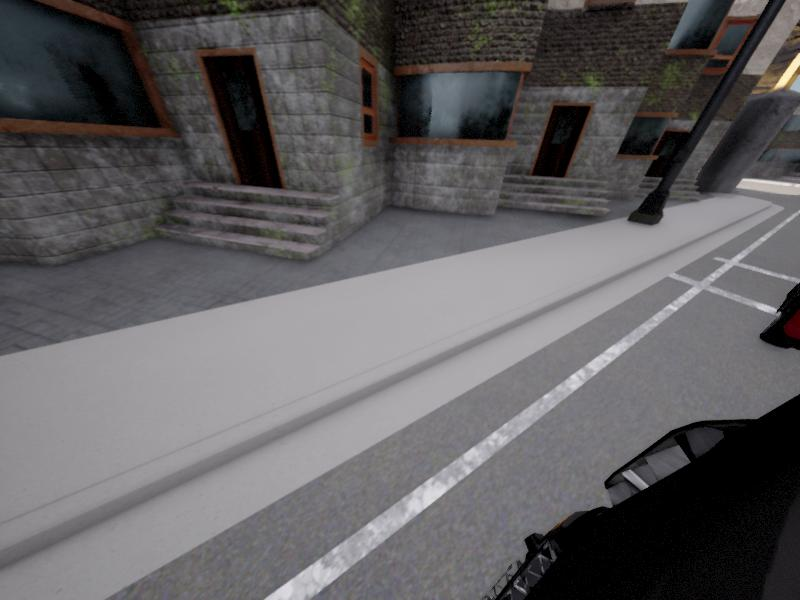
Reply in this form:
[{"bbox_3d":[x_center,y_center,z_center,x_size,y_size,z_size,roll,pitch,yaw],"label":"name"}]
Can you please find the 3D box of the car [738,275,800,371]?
[{"bbox_3d":[6.882,0.049,2.892,3.806,1.475,1.970,-15,38,-25],"label":"car"}]
